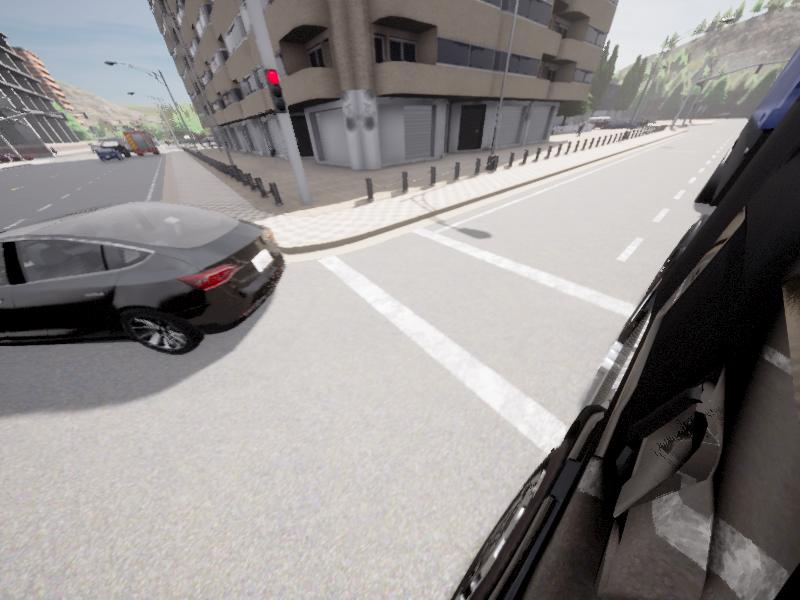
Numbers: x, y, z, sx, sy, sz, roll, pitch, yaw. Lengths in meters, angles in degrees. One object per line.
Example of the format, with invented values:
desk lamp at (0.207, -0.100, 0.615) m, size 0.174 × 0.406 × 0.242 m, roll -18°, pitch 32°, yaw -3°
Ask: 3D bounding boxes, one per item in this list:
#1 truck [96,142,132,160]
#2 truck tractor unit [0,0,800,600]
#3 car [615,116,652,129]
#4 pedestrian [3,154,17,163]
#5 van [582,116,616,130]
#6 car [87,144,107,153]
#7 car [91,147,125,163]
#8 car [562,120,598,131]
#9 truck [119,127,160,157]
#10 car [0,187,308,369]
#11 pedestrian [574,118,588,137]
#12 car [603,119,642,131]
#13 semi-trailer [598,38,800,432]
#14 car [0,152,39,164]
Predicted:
truck at (-45.387, -23.876, 36.858) m, size 2.390 × 2.098 × 6.274 m, roll -28°, pitch 44°, yaw -30°
truck tractor unit at (2.645, -0.295, 0.351) m, size 6.516 × 4.208 × 3.053 m, roll -28°, pitch 44°, yaw -30°
car at (45.920, -35.015, 45.529) m, size 1.932 × 1.855 × 4.605 m, roll -28°, pitch 44°, yaw -30°
pedestrian at (-61.636, -22.357, 36.518) m, size 0.500 × 1.100 × 0.500 m, roll -31°, pitch 45°, yaw -32°
van at (40.084, -35.643, 46.646) m, size 2.069 × 2.038 × 4.480 m, roll -28°, pitch 44°, yaw -30°
car at (-78.370, -39.175, 59.793) m, size 2.097 × 1.767 × 4.553 m, roll -29°, pitch 44°, yaw -30°
car at (-40.393, -20.219, 32.101) m, size 1.882 × 1.535 × 5.008 m, roll -28°, pitch 44°, yaw -30°
car at (36.093, -34.941, 46.342) m, size 2.152 × 1.651 × 5.027 m, roll -28°, pitch 44°, yaw -30°
truck at (-44.878, -27.430, 40.119) m, size 2.891 × 3.827 × 8.468 m, roll -29°, pitch 44°, yaw -30°
car at (-4.196, -0.423, 3.219) m, size 4.792 × 1.488 × 2.163 m, roll -2°, pitch 37°, yaw 1°
pedestrian at (23.463, -22.330, 29.928) m, size 0.751 × 1.860 × 0.751 m, roll 27°, pitch 46°, yaw 33°
car at (40.422, -31.870, 42.092) m, size 1.812 × 1.442 × 4.674 m, roll -27°, pitch 43°, yaw -29°
semi-trailer at (8.663, -3.644, 4.240) m, size 14.254 × 4.402 × 2.717 m, roll -29°, pitch 44°, yaw -30°
car at (-68.281, -25.033, 40.769) m, size 4.718 × 1.301 × 1.895 m, roll -28°, pitch 44°, yaw -30°
